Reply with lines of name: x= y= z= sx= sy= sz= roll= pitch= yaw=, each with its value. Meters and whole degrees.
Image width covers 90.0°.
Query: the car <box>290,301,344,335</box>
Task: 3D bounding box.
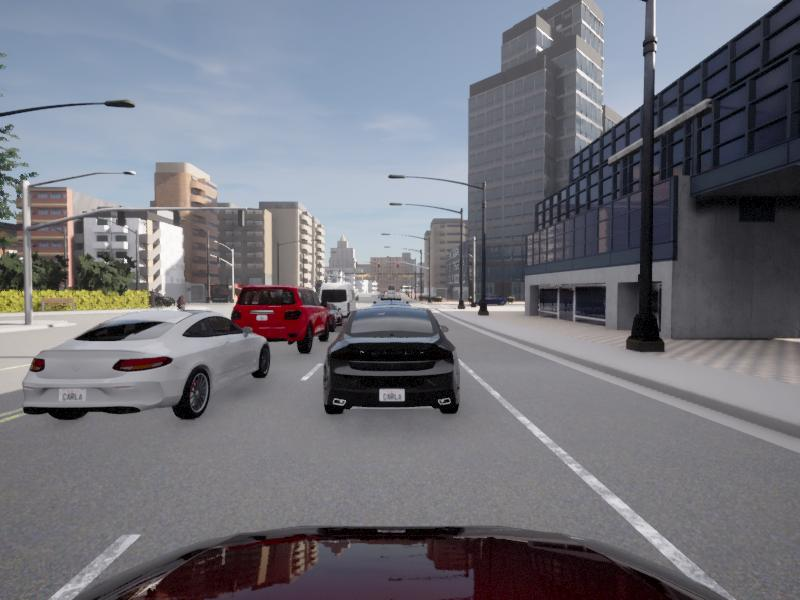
car: x=-4.026 y=0.806 z=20.241 sx=1.812 sy=1.442 sz=4.674 roll=0 pitch=0 yaw=-1

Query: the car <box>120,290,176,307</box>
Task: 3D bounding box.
car: x=-31.155 y=-0.174 z=49.607 sx=5.566 sy=2.045 sz=2.150 roll=0 pitch=2 yaw=-1

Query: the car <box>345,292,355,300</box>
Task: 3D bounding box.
car: x=-12.699 y=-0.959 z=101.968 sx=2.150 sy=2.045 sz=5.566 roll=0 pitch=1 yaw=-2

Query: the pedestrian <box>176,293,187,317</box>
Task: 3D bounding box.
pedestrian: x=-16.805 y=0.378 z=30.776 sx=0.751 sy=1.860 sz=0.751 roll=-1 pitch=2 yaw=-28

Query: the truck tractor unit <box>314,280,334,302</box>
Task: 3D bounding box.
truck tractor unit: x=-15.802 y=-1.825 z=83.077 sx=3.053 sy=4.208 sz=6.516 roll=0 pitch=0 yaw=-1

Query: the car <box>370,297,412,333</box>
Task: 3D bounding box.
car: x=-0.475 y=0.699 z=21.249 sx=1.930 sy=1.638 sz=5.238 roll=0 pitch=1 yaw=-1

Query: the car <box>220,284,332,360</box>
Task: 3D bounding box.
car: x=-3.805 y=0.564 z=13.567 sx=2.150 sy=2.045 sz=5.566 roll=0 pitch=0 yaw=-1

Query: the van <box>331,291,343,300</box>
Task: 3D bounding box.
van: x=-16.242 y=-1.165 z=103.303 sx=2.351 sy=2.431 sz=6.366 roll=0 pitch=1 yaw=-1

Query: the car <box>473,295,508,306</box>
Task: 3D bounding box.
car: x=12.127 y=0.028 z=53.711 sx=4.193 sy=1.474 sz=1.816 roll=0 pitch=2 yaw=-1

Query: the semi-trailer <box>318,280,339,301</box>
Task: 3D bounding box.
semi-trailer: x=-16.036 y=-2.015 z=90.987 sx=2.717 sy=4.402 sz=14.254 roll=0 pitch=1 yaw=-2

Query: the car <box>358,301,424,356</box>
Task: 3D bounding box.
car: x=-0.303 y=0.818 z=13.945 sx=1.882 sy=1.535 sz=5.008 roll=0 pitch=0 yaw=-1

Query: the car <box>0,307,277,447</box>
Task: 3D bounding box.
car: x=-3.644 y=0.882 z=6.694 sx=1.812 sy=1.442 sz=4.674 roll=0 pitch=0 yaw=-1

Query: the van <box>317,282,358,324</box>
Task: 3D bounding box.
van: x=-4.109 y=0.127 z=27.401 sx=1.988 sy=2.561 sz=5.915 roll=0 pitch=1 yaw=-1

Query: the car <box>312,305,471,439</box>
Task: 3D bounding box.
car: x=-0.149 y=0.857 z=7.057 sx=1.837 sy=1.490 sz=4.892 roll=0 pitch=0 yaw=-1
